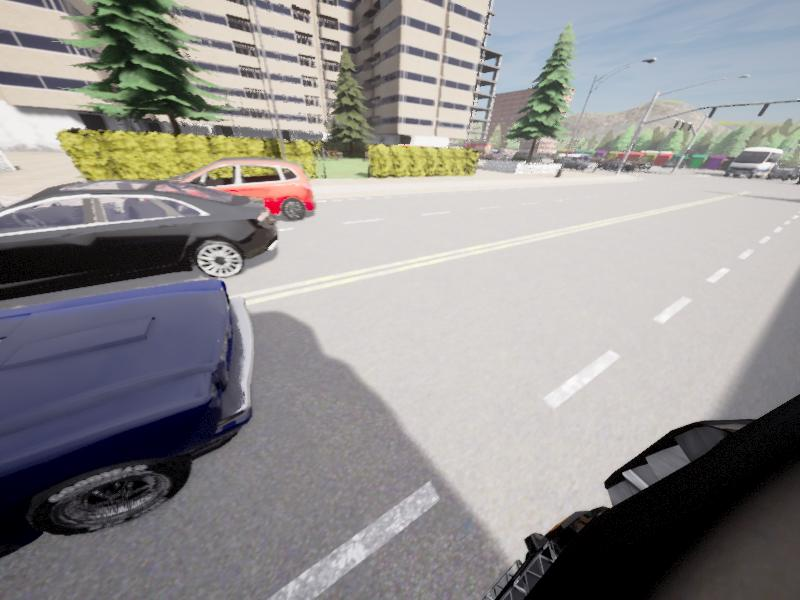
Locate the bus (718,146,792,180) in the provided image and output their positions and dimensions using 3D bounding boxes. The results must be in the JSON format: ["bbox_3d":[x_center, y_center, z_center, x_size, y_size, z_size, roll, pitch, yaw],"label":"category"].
[{"bbox_3d":[59.189,-22.789,38.518,10.273,4.253,3.944,-15,38,-25],"label":"bus"}]

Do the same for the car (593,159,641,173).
[{"bbox_3d":[35.262,-21.900,37.709,1.930,1.638,5.238,-15,38,-25],"label":"car"}]

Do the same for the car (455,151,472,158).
[{"bbox_3d":[17.318,-39.794,63.170,1.970,1.475,3.806,-16,38,-26],"label":"car"}]

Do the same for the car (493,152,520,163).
[{"bbox_3d":[22.751,-30.607,49.672,2.242,1.667,4.611,-16,38,-26],"label":"car"}]

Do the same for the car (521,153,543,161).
[{"bbox_3d":[36.830,-40.096,64.707,2.242,1.667,4.611,-16,38,-26],"label":"car"}]

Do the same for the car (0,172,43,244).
[{"bbox_3d":[-11.117,-1.587,3.949,4.856,1.649,2.033,-16,38,-26],"label":"car"}]

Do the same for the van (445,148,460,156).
[{"bbox_3d":[15.953,-45.304,70.726,1.775,1.987,4.442,-16,38,-26],"label":"van"}]

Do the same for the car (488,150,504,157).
[{"bbox_3d":[31.794,-48.526,76.554,1.932,1.855,4.605,-16,38,-26],"label":"car"}]

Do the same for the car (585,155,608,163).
[{"bbox_3d":[59.502,-42.634,69.917,1.932,1.855,4.605,-16,38,-26],"label":"car"}]

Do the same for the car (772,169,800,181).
[{"bbox_3d":[67.977,-21.845,40.316,4.902,1.511,2.128,-15,38,-25],"label":"car"}]

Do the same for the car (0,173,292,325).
[{"bbox_3d":[-4.757,-1.108,3.829,4.902,1.511,2.128,-16,38,-26],"label":"car"}]

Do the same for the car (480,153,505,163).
[{"bbox_3d":[19.392,-29.967,48.667,1.812,1.442,4.674,-16,38,-26],"label":"car"}]

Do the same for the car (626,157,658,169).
[{"bbox_3d":[51.282,-28.976,48.978,1.905,1.878,3.866,-16,38,-26],"label":"car"}]

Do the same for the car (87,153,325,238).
[{"bbox_3d":[-5.029,-3.351,7.001,4.611,1.667,2.242,-16,38,-26],"label":"car"}]

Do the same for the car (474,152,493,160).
[{"bbox_3d":[20.913,-36.207,58.112,1.970,1.475,3.806,-16,38,-26],"label":"car"}]

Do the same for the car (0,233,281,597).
[{"bbox_3d":[-3.470,0.865,1.186,4.718,1.301,1.895,-16,38,-26],"label":"car"}]

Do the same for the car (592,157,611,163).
[{"bbox_3d":[62.033,-43.144,71.248,1.784,1.438,3.905,-16,38,-26],"label":"car"}]

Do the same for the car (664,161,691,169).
[{"bbox_3d":[70.756,-34.367,58.920,1.970,1.475,3.806,-16,38,-26],"label":"car"}]

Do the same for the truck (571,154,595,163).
[{"bbox_3d":[52.420,-40.648,66.251,2.069,2.038,4.478,-16,38,-26],"label":"truck"}]

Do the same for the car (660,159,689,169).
[{"bbox_3d":[68.254,-33.854,57.536,1.905,1.878,3.866,-16,38,-26],"label":"car"}]

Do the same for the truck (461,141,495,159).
[{"bbox_3d":[21.108,-40.973,63.025,2.891,3.827,8.468,-16,38,-26],"label":"truck"}]

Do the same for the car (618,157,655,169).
[{"bbox_3d":[48.749,-28.289,47.756,1.932,1.855,4.605,-16,38,-26],"label":"car"}]

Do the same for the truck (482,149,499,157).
[{"bbox_3d":[29.326,-47.852,75.193,2.069,2.038,4.478,-16,38,-26],"label":"truck"}]

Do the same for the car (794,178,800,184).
[{"bbox_3d":[56.837,-16.677,31.604,4.856,1.649,2.033,-15,38,-26],"label":"car"}]

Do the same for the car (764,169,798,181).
[{"bbox_3d":[60.900,-19.973,36.935,4.892,1.490,1.837,-15,38,-25],"label":"car"}]

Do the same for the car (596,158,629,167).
[{"bbox_3d":[50.413,-32.684,54.844,2.033,1.415,5.357,-16,38,-26],"label":"car"}]

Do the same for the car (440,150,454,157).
[{"bbox_3d":[13.738,-43.365,68.206,1.970,1.475,3.806,-16,38,-26],"label":"car"}]

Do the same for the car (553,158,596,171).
[{"bbox_3d":[27.710,-21.700,36.949,2.128,1.511,4.902,-16,38,-26],"label":"car"}]

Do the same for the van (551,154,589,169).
[{"bbox_3d":[29.399,-24.135,40.227,2.069,2.038,4.480,-16,38,-26],"label":"van"}]

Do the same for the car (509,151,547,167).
[{"bbox_3d":[23.540,-26.094,42.682,2.150,2.045,5.566,-16,38,-26],"label":"car"}]
